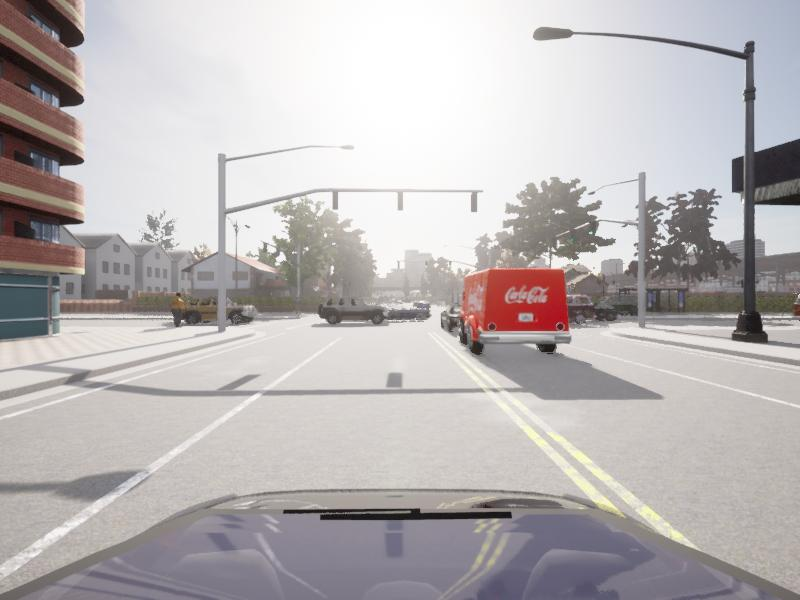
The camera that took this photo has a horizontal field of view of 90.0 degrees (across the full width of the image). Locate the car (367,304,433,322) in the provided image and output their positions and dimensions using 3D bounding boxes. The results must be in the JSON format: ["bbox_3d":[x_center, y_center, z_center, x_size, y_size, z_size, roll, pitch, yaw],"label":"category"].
[{"bbox_3d":[0.006,0.944,29.801,4.718,1.301,1.895,0,0,0],"label":"car"}]

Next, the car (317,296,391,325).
[{"bbox_3d":[-2.952,0.652,26.313,4.605,1.855,1.932,0,0,0],"label":"car"}]

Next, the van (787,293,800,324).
[{"bbox_3d":[28.594,0.571,26.176,4.480,2.038,2.069,0,0,0],"label":"van"}]

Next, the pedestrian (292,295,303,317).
[{"bbox_3d":[-8.968,0.507,35.027,0.751,1.860,0.751,0,0,9],"label":"pedestrian"}]

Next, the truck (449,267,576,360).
[{"bbox_3d":[3.309,0.356,13.177,2.627,2.467,5.204,0,0,-1],"label":"truck"}]

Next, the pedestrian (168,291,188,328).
[{"bbox_3d":[-11.426,0.485,20.580,0.751,1.860,0.751,0,0,44],"label":"pedestrian"}]

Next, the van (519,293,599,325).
[{"bbox_3d":[10.336,0.572,26.258,4.480,2.038,2.069,0,0,0],"label":"van"}]

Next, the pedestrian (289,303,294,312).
[{"bbox_3d":[-12.912,0.865,47.622,0.500,1.100,0.500,0,0,-2],"label":"pedestrian"}]

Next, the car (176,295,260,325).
[{"bbox_3d":[-11.881,0.657,26.353,4.605,1.855,1.932,-1,0,0],"label":"car"}]

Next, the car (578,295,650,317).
[{"bbox_3d":[20.090,0.568,37.719,5.566,2.045,2.150,0,0,0],"label":"car"}]

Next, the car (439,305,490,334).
[{"bbox_3d":[3.251,0.944,21.150,1.895,1.301,4.718,0,0,0],"label":"car"}]

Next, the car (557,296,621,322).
[{"bbox_3d":[13.959,0.646,29.741,3.866,1.878,1.905,0,0,0],"label":"car"}]
